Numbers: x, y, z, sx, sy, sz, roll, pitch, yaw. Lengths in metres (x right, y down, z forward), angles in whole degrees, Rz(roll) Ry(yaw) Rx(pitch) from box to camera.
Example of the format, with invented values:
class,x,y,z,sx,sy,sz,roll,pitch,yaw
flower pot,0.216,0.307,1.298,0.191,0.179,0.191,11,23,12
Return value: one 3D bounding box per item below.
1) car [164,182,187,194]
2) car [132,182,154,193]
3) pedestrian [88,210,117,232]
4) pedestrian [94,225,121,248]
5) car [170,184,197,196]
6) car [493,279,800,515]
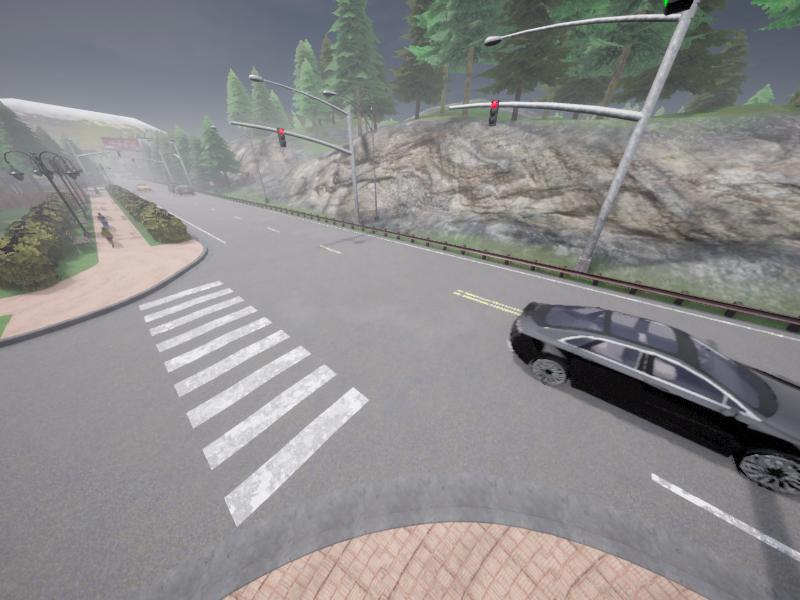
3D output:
class,x,y,z,sx,sy,sz,roll,pitch,yaw
car,-40.749,-20.336,41.907,3.988,1.617,1.851,23,37,34
car,-48.716,-21.426,43.782,5.366,1.575,1.801,23,37,34
pedestrian,-20.829,-5.569,16.206,0.751,1.300,0.751,25,38,36
pedestrian,-16.257,-3.517,12.852,0.500,1.100,0.500,25,38,36
car,-36.151,-18.362,38.536,4.792,1.488,2.163,23,37,34
car,4.767,1.291,4.466,4.902,1.511,2.128,23,37,34
